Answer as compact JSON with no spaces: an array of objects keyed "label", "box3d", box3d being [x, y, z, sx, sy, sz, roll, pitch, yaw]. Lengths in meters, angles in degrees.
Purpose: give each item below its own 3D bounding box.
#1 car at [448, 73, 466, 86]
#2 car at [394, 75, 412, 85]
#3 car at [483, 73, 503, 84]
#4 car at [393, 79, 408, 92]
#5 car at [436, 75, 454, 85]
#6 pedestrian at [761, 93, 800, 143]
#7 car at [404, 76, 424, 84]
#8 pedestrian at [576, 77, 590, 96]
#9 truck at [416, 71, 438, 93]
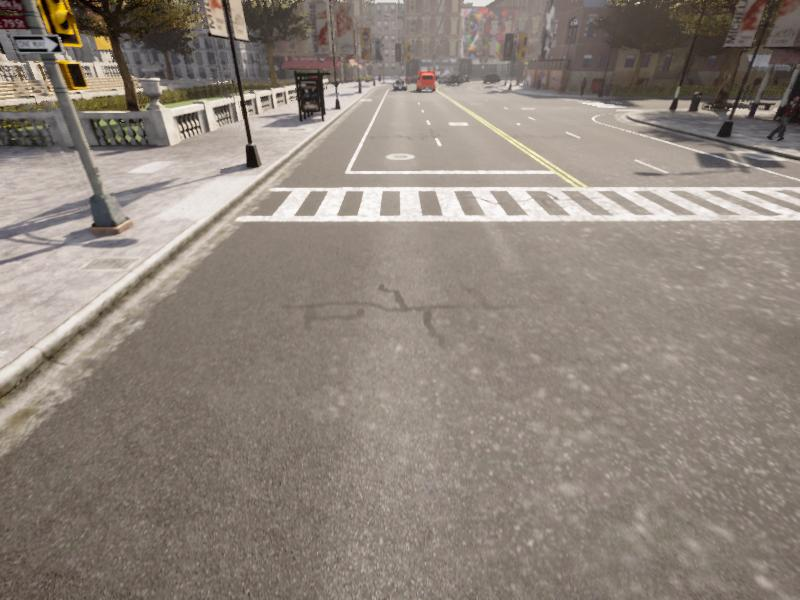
[{"label":"car","box3d":[10.232,-39.581,71.776,1.932,1.855,4.605,11,32,18]},{"label":"car","box3d":[0.628,-40.912,74.462,2.002,1.452,4.674,10,32,17]},{"label":"car","box3d":[18.200,-43.406,78.316,1.932,1.855,4.605,20,36,31]},{"label":"car","box3d":[0.021,-29.659,55.297,1.970,1.475,3.806,0,30,0]},{"label":"car","box3d":[8.691,-41.997,76.322,2.007,1.525,4.514,13,33,21]},{"label":"pedestrian","box3d":[16.520,-7.783,17.109,0.751,1.860,0.751,3,30,5]},{"label":"car","box3d":[2.794,-43.527,79.079,1.895,1.301,4.718,16,34,25]},{"label":"pedestrian","box3d":[19.893,-23.194,43.445,0.751,1.860,0.751,-12,33,-20]},{"label":"truck","box3d":[3.521,-29.061,53.206,2.627,2.467,5.204,0,30,0]}]
